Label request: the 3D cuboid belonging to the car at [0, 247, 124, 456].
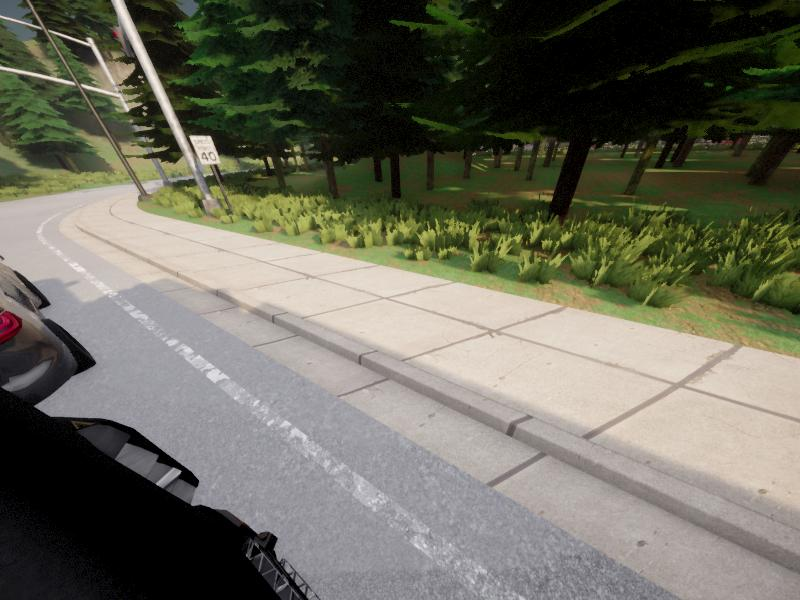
[{"bbox_3d":[-5.789,0.289,2.440,4.611,1.667,2.242,16,38,26],"label":"car"}]
